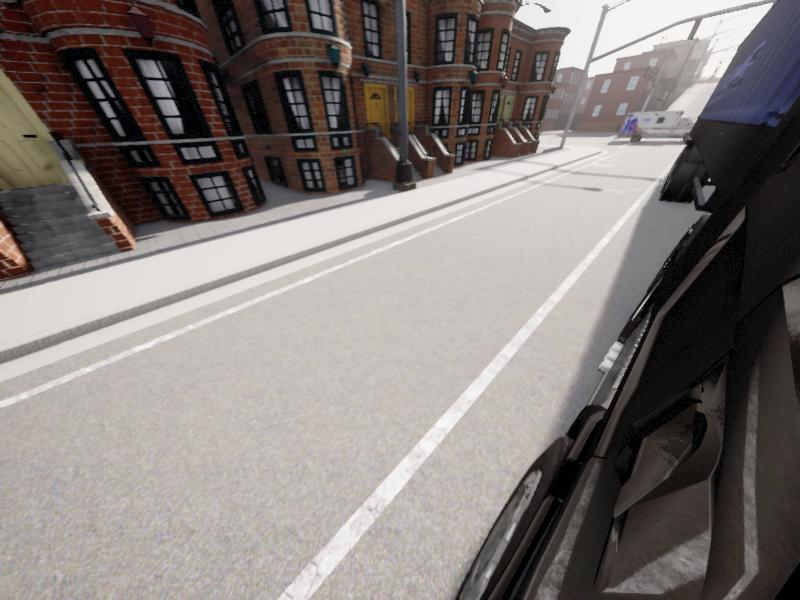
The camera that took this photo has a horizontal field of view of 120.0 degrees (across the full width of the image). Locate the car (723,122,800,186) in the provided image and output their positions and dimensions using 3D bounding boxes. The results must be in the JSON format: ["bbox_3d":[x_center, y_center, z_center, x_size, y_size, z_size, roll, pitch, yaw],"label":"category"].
[{"bbox_3d":[15.821,-5.988,9.291,2.033,1.649,4.856,27,47,26],"label":"car"}]

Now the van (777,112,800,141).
[{"bbox_3d":[35.832,-14.381,18.994,4.442,1.987,1.775,8,38,14],"label":"van"}]

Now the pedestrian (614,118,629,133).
[{"bbox_3d":[33.171,-26.128,34.611,0.751,1.860,0.751,-30,45,-31],"label":"pedestrian"}]

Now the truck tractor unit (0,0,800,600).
[{"bbox_3d":[2.645,-0.295,0.351,6.516,4.208,3.053,-28,44,-30],"label":"truck tractor unit"}]

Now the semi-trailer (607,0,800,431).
[{"bbox_3d":[8.236,-3.885,4.635,2.717,4.402,14.254,28,47,35],"label":"semi-trailer"}]

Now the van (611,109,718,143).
[{"bbox_3d":[25.612,-17.026,22.761,2.351,2.431,6.366,-30,45,-32],"label":"van"}]
